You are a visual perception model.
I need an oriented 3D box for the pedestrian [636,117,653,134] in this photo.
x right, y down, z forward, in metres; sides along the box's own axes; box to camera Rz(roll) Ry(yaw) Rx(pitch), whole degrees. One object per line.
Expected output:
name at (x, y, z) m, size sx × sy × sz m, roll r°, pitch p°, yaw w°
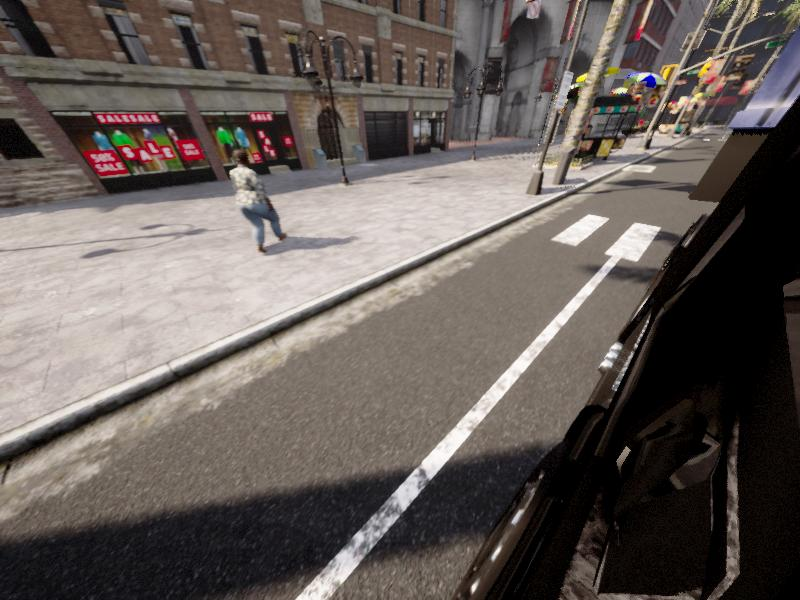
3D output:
pedestrian at (35.002, -24.969, 33.083) m, size 0.751 × 1.860 × 0.751 m, roll -2°, pitch 37°, yaw 1°

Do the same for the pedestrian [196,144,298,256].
pedestrian at (-2.839, -1.905, 4.536) m, size 0.751 × 1.860 × 0.751 m, roll 7°, pitch 38°, yaw 13°

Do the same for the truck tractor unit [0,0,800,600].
truck tractor unit at (2.645, -0.295, 0.351) m, size 6.516 × 4.208 × 3.053 m, roll -28°, pitch 44°, yaw -30°

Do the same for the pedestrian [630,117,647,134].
pedestrian at (34.145, -24.902, 33.046) m, size 0.751 × 1.860 × 0.751 m, roll -4°, pitch 37°, yaw -2°

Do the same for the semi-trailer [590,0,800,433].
semi-trailer at (9.216, -3.184, 3.647) m, size 14.254 × 4.402 × 2.717 m, roll -22°, pitch 40°, yaw -23°

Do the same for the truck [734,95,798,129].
truck at (58.621, -30.026, 37.044) m, size 8.468 × 3.827 × 2.891 m, roll -21°, pitch 40°, yaw -23°
